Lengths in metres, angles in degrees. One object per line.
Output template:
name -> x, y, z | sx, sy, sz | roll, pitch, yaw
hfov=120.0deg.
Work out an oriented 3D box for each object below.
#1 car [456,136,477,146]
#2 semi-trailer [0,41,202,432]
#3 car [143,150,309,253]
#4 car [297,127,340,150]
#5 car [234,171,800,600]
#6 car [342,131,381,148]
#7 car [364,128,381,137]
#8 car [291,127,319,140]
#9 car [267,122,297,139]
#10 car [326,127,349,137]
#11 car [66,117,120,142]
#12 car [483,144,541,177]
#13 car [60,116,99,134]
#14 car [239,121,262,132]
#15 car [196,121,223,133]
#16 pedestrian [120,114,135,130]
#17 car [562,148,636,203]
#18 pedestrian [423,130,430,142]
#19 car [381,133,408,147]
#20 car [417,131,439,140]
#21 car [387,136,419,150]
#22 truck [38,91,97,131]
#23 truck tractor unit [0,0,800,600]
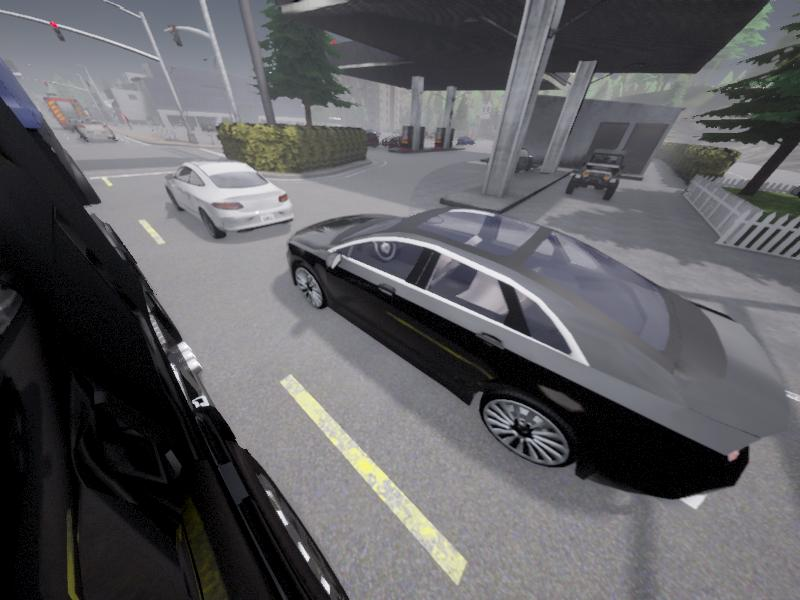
car -> 12.252, -29.190, 42.405 | 1.816, 1.474, 4.193 | 28, 44, 30
semi-trailer -> -8.709, -3.610, 4.199 | 14.254, 4.402, 2.717 | 28, 44, 29
car -> -4.724, -2.934, 6.201 | 4.674, 1.442, 1.812 | 29, 43, 29
car -> -8.975, -18.091, 25.873 | 1.905, 1.878, 3.866 | 28, 44, 30
car -> 0.459, -0.272, 2.793 | 4.902, 1.511, 2.128 | 28, 44, 30
car -> -4.835, -20.822, 30.002 | 2.033, 1.649, 4.856 | 28, 44, 30
car -> -6.452, -39.005, 53.895 | 3.633, 1.501, 1.845 | 28, 44, 29
car -> -14.804, -25.912, 35.985 | 3.806, 1.475, 1.970 | 28, 44, 29
car -> -17.383, -24.919, 34.017 | 3.866, 1.878, 1.905 | 28, 44, 29
car -> -12.857, -34.623, 47.599 | 4.514, 1.523, 2.007 | 28, 44, 29
car -> -28.668, -15.910, 21.557 | 5.027, 1.651, 2.152 | 28, 43, 29
car -> 8.406, -10.476, 17.199 | 2.242, 1.667, 4.611 | 28, 44, 29
car -> -39.263, -21.454, 28.300 | 4.974, 1.542, 2.038 | 28, 44, 30
car -> -32.712, -38.005, 50.531 | 5.027, 1.636, 2.152 | 28, 44, 29
car -> -33.475, -30.425, 40.635 | 4.514, 1.523, 2.007 | 28, 44, 29
pedestrian -> -42.023, -27.485, 35.661 | 0.751, 1.860, 0.751 | 30, 44, 31
car -> 10.001, -6.381, 11.579 | 1.905, 1.878, 3.866 | 28, 44, 29
pedestrian -> 5.135, -32.002, 45.055 | 0.751, 1.860, 0.751 | -23, 44, -30
car -> -0.778, -23.543, 34.018 | 1.970, 1.475, 3.806 | 28, 44, 30
car -> 7.005, -41.101, 57.601 | 5.027, 1.636, 2.152 | 28, 44, 29
car -> 0.440, -21.061, 30.889 | 1.994, 1.385, 4.181 | 28, 44, 30
truck -> -46.057, -26.023, 32.015 | 8.468, 3.827, 2.891 | 28, 44, 30
truck tractor unit -> -2.645, -0.295, 0.351 | 6.516, 4.208, 3.053 | 28, 44, 30
